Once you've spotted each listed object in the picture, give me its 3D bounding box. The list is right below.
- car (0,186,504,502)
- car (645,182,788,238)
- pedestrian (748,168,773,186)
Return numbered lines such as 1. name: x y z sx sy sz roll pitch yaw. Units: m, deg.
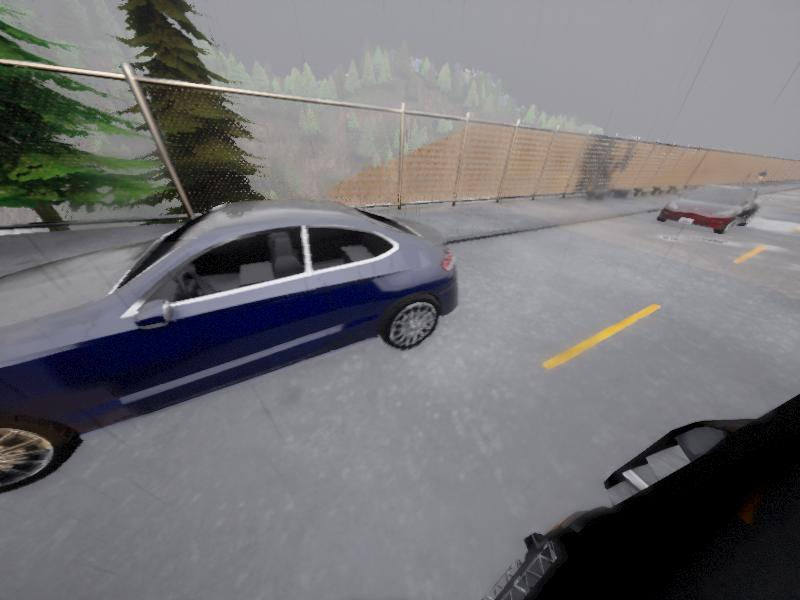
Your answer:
1. car: -1.633 -0.222 2.717 5.027 1.651 2.152 -14 37 -24
2. car: 13.041 -3.897 9.566 4.792 1.488 2.163 -14 37 -24
3. pedestrian: 43.984 -14.960 28.172 0.751 1.860 0.751 -15 37 -25
